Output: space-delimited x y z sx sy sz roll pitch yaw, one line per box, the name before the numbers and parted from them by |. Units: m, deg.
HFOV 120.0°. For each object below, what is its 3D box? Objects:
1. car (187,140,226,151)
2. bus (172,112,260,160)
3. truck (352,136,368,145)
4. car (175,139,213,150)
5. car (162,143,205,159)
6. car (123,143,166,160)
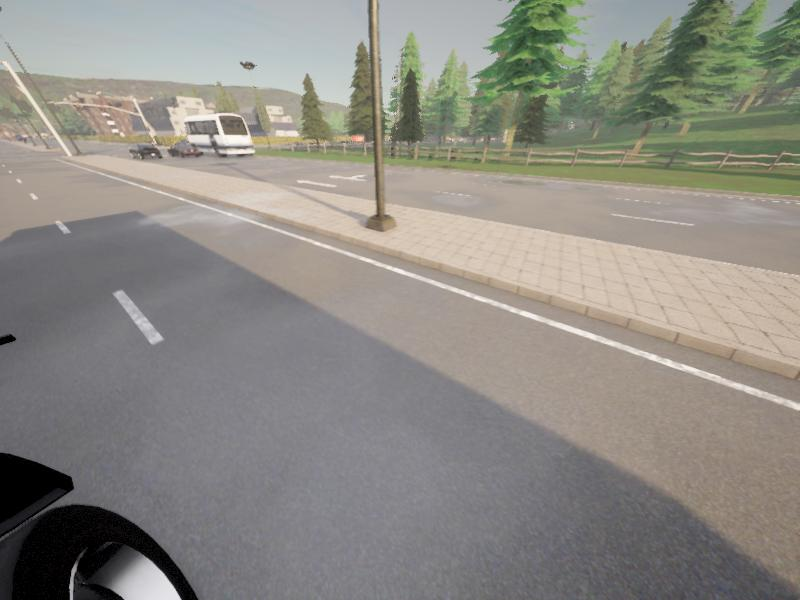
car | -36.084 -28.990 43.251 2.038 1.542 4.974 23 41 29
bus | -23.160 -20.570 29.106 10.273 4.253 3.944 21 40 27
truck | -13.713 -54.905 79.339 2.627 2.467 5.204 22 41 28
car | -39.433 -29.830 44.326 2.033 1.649 4.856 24 41 29
car | -26.771 -18.465 28.566 5.357 1.411 2.033 21 40 27
car | -29.283 -17.056 26.461 4.892 1.490 1.837 21 40 27
